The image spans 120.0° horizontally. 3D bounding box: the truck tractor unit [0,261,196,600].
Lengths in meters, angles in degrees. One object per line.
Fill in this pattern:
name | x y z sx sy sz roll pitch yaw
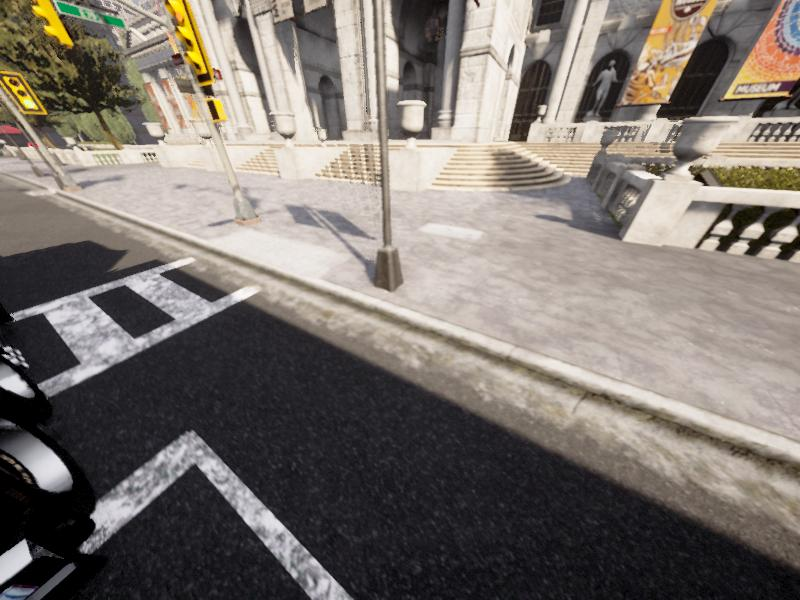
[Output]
truck tractor unit | -5.107 -0.305 0.786 6.516 4.208 3.053 19 39 24
